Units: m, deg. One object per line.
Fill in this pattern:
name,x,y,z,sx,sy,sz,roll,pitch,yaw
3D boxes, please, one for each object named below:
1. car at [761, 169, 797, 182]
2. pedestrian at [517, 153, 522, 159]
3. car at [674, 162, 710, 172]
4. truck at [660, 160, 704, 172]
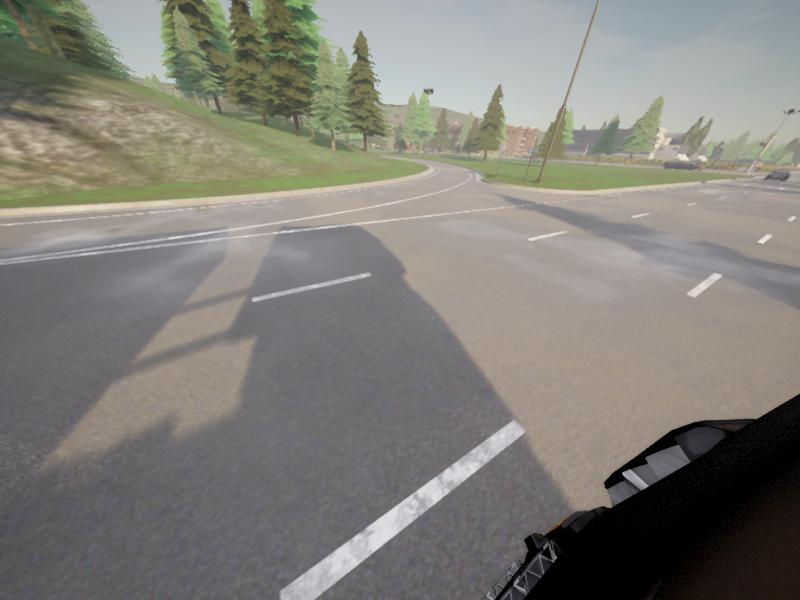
car,59.484,-19.557,36.240,4.902,1.511,2.128,-16,38,-26
pedestrian,43.103,-52.149,83.584,0.751,1.860,0.751,-15,38,-25
car,72.662,-33.172,57.583,2.152,1.651,5.027,-16,38,-26
truck,69.057,-33.061,56.733,2.390,2.098,6.274,-17,38,-26
